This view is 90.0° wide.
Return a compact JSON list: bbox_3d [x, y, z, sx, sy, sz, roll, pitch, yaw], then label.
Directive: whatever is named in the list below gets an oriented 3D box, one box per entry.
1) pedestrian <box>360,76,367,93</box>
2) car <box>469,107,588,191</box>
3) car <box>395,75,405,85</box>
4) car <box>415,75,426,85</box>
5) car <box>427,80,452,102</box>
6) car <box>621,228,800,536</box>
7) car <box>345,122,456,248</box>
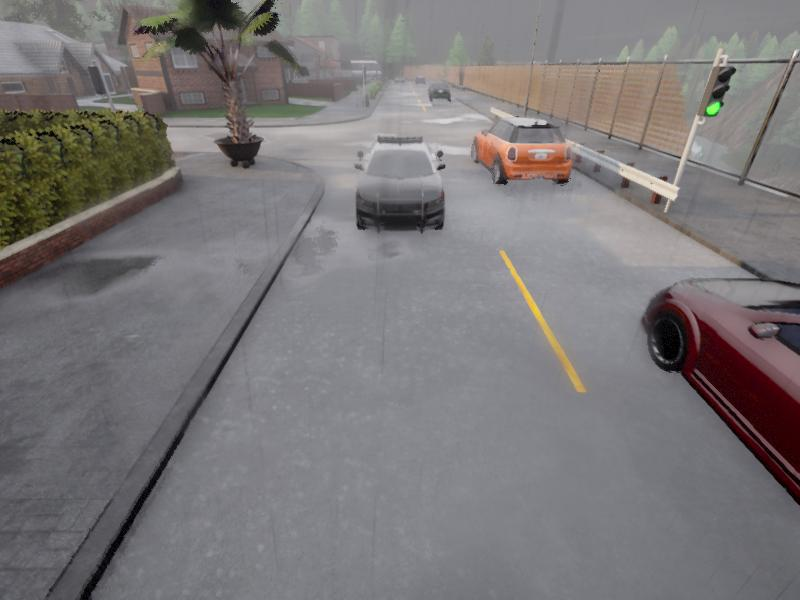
[{"bbox_3d":[-4.609,-27.008,50.180,0.751,1.860,0.751,0,30,-1],"label":"pedestrian"},{"bbox_3d":[3.762,-5.003,12.808,2.097,1.767,4.553,-1,30,-2],"label":"car"},{"bbox_3d":[-0.019,-45.259,82.211,2.152,1.651,5.027,0,30,0],"label":"car"},{"bbox_3d":[3.981,-43.789,79.498,1.882,1.535,5.008,0,30,0],"label":"car"},{"bbox_3d":[3.992,-21.556,41.160,2.097,1.767,4.553,0,30,0],"label":"car"},{"bbox_3d":[4.003,0.796,3.298,1.994,1.385,4.181,0,30,0],"label":"car"},{"bbox_3d":[0.005,-3.046,9.609,1.930,1.638,5.238,0,31,0],"label":"car"}]
